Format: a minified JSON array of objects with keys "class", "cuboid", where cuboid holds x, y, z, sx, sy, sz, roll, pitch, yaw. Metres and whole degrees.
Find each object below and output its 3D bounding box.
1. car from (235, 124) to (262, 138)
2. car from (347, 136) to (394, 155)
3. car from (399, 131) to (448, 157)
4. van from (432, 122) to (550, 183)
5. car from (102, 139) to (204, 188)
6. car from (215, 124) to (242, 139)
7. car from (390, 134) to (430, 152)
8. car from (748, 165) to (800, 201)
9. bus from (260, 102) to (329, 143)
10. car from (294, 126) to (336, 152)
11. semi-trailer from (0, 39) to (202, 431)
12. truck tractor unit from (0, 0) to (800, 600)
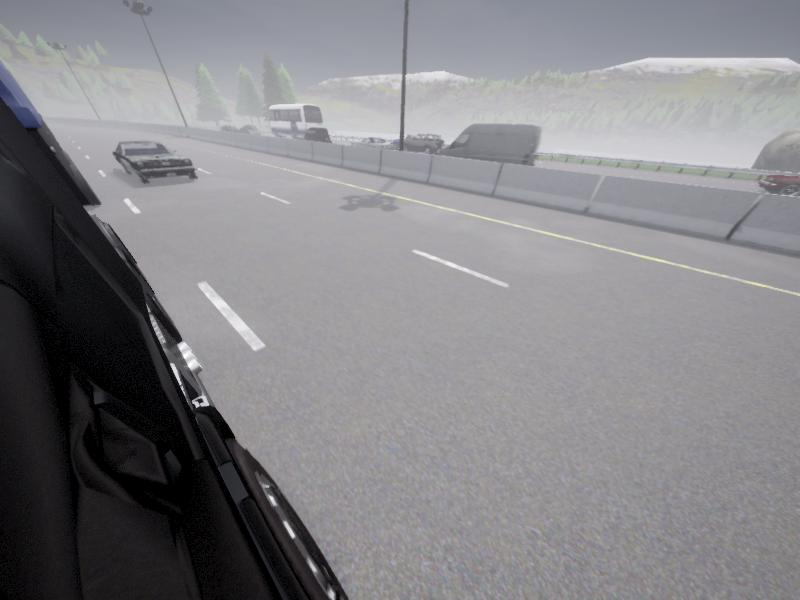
[{"class":"car","cuboid":[-24.407,-27.224,37.275,3.988,1.617,1.851,28,43,29]},{"class":"car","cuboid":[-3.011,-15.711,23.429,4.718,1.301,1.895,28,44,30]},{"class":"car","cuboid":[2.269,-15.868,23.478,4.605,1.855,1.932,28,44,30]},{"class":"van","cuboid":[5.134,-9.146,14.095,5.915,2.561,1.988,28,44,30]},{"class":"car","cuboid":[-10.856,-6.147,10.133,4.718,1.301,1.895,27,43,29]},{"class":"car","cuboid":[-25.513,-25.063,34.355,3.705,1.549,1.789,28,43,30]},{"class":"car","cuboid":[1.166,-19.052,27.969,4.514,1.525,2.007,28,44,30]},{"class":"car","cuboid":[21.346,-5.462,11.199,4.718,1.301,1.895,28,44,30]},{"class":"bus","cuboid":[-15.712,-26.339,34.412,10.273,4.253,3.944,28,44,30]},{"class":"car","cuboid":[-8.526,-16.159,23.192,3.866,1.878,1.905,28,44,30]},{"class":"semi-trailer","cuboid":[-8.726,-3.579,4.212,14.254,4.402,2.717,28,43,30]},{"class":"truck tractor unit","cuboid":[-2.645,-0.295,0.351,6.516,4.208,3.053,28,44,30]}]
